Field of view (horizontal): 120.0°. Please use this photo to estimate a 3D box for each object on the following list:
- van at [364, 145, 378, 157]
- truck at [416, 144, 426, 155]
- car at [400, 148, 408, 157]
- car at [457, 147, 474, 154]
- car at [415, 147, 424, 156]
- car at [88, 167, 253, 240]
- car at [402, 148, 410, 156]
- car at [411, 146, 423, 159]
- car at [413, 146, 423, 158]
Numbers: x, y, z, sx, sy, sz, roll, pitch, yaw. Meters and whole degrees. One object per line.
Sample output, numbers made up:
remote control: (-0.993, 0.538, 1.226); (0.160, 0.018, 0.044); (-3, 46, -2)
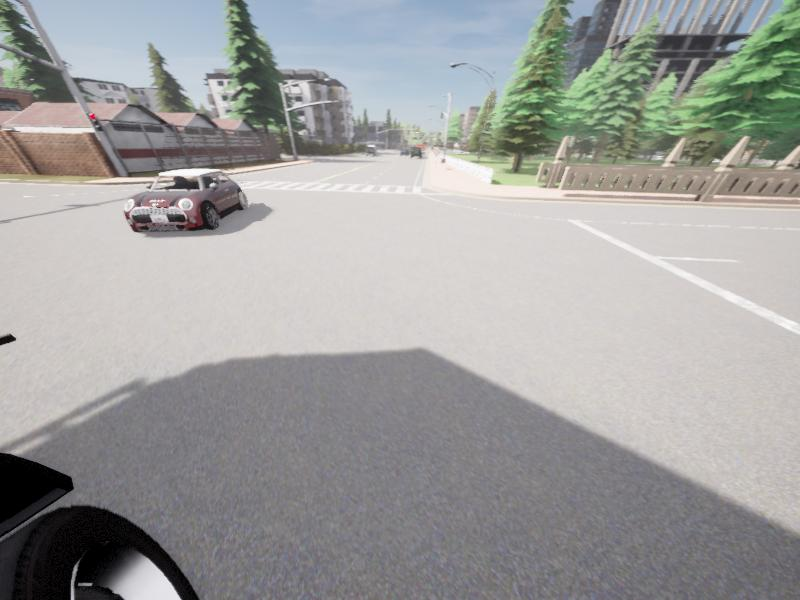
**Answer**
van: (-6.496, -33.638, 52.098); (2.069, 2.038, 4.480); (4, 34, 4)
truck: (6.366, -45.687, 70.058); (2.627, 2.467, 5.204); (4, 34, 4)
car: (0.994, -35.710, 55.868); (1.789, 1.549, 3.705); (4, 34, 4)
car: (24.969, -57.078, 88.001); (5.566, 2.045, 2.150); (3, 34, 3)
car: (4.995, -38.297, 59.559); (1.932, 1.855, 4.605); (4, 34, 4)
car: (-6.860, -3.412, 7.671); (1.970, 1.475, 3.806); (-4, 34, -9)
car: (1.659, -39.175, 61.111); (1.816, 1.474, 4.193); (4, 34, 4)
car: (3.462, -30.311, 47.488); (2.150, 2.045, 5.566); (4, 34, 4)
car: (4.229, -34.353, 53.522); (2.150, 2.045, 5.566); (4, 34, 4)
